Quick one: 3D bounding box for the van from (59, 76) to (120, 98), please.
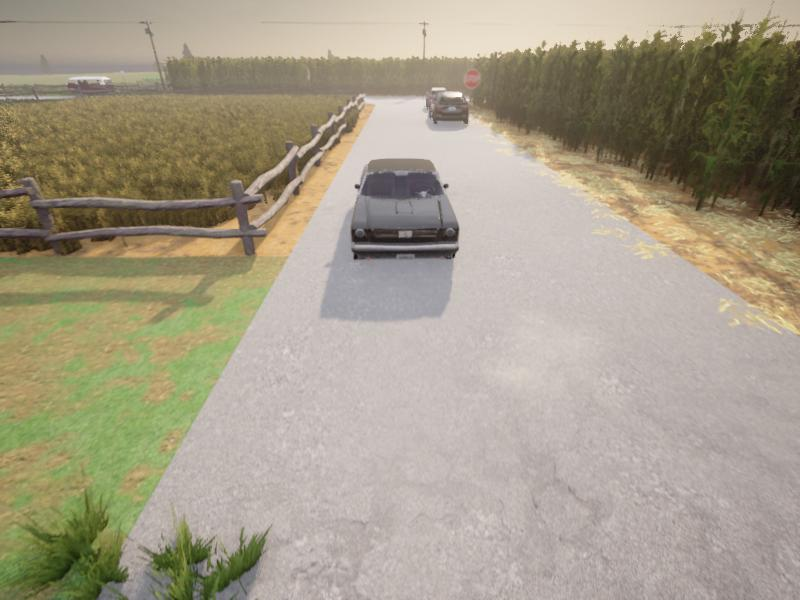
[{"bbox_3d":[-33.681,-23.159,43.558,4.480,2.038,2.069,0,30,0],"label":"van"}]

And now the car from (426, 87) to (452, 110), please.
[{"bbox_3d":[3.146,-16.587,32.897,1.970,1.475,3.806,1,30,2],"label":"car"}]

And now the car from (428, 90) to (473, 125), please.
[{"bbox_3d":[3.053,-12.235,25.264,2.242,1.667,4.611,0,30,0],"label":"car"}]

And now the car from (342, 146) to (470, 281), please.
[{"bbox_3d":[0.029,-2.082,8.277,1.895,1.301,4.718,-1,30,-1],"label":"car"}]
